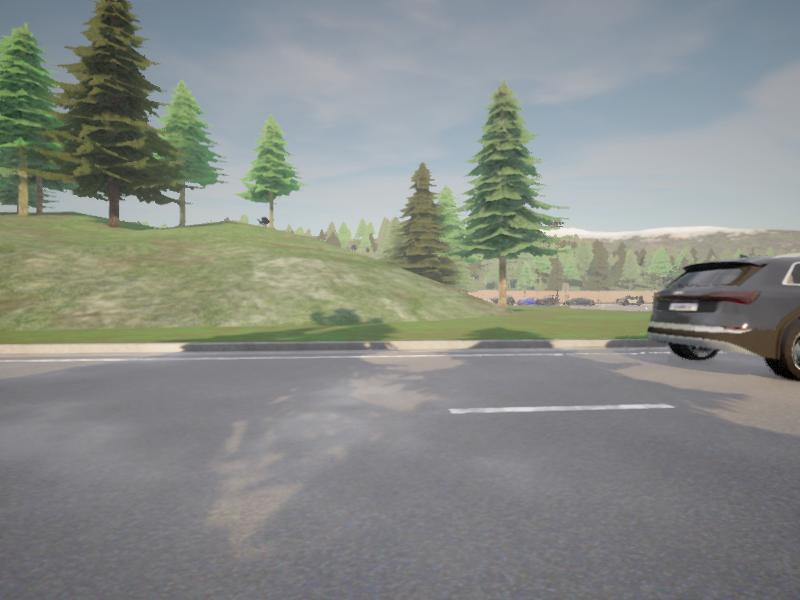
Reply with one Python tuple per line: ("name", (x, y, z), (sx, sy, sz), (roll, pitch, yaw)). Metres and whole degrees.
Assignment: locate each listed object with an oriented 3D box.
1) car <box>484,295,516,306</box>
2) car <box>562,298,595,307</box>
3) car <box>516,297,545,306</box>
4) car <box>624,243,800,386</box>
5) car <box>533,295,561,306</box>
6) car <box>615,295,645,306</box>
("car", (16.096, 0.070, 64.254), (4.605, 1.855, 1.932), (0, 0, -5))
("car", (27.577, 0.328, 61.793), (4.181, 1.385, 1.994), (0, 0, -5))
("car", (23.471, 0.286, 71.960), (4.514, 1.525, 2.007), (0, 0, -5))
("car", (6.221, 0.180, 5.828), (4.856, 1.649, 2.033), (0, 0, -5))
("car", (25.183, 0.060, 68.604), (3.866, 1.878, 1.905), (-2, 0, -5))
("car", (42.370, 0.081, 73.695), (4.605, 1.855, 1.932), (0, 0, -5))
